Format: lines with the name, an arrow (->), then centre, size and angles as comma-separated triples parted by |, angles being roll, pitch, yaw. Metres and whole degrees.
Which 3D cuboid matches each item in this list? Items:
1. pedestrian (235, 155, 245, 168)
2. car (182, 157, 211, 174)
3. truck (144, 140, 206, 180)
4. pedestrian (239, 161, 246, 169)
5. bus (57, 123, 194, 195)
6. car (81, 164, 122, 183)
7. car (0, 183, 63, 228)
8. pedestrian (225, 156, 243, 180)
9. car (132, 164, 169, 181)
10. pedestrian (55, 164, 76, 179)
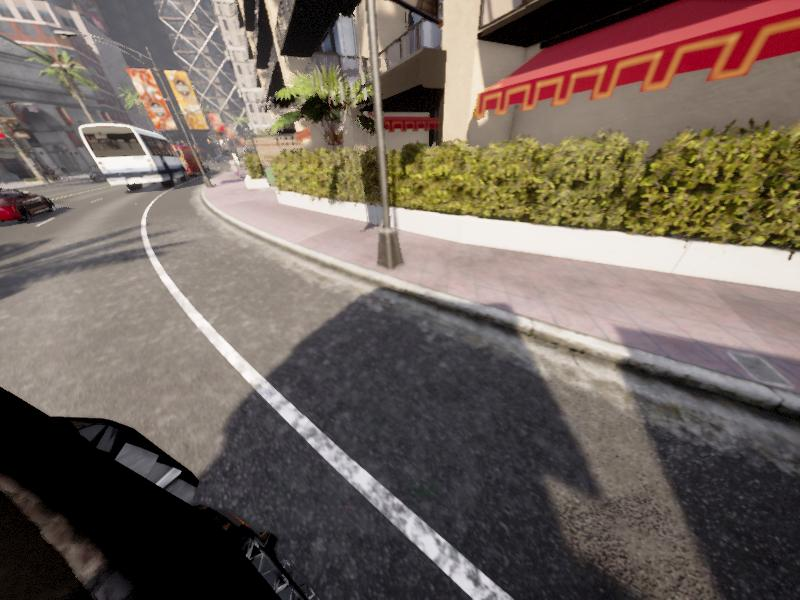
pedestrian -> -27.988, -24.235, 40.429 | 0.751, 1.860, 0.751 | -6, 34, -4
car -> -32.900, -21.953, 37.531 | 2.150, 2.045, 5.566 | -18, 37, -22
truck -> -28.386, -18.080, 29.769 | 2.891, 3.827, 8.468 | -18, 37, -22
pedestrian -> -25.307, -21.722, 37.140 | 0.500, 1.100, 0.500 | -19, 37, -22
bus -> -22.805, -12.520, 20.602 | 3.944, 4.253, 10.273 | -19, 36, -23
car -> -39.099, -16.736, 30.400 | 2.097, 1.767, 4.553 | -25, 40, -30
car -> -18.536, -4.411, 10.726 | 1.994, 1.385, 4.181 | -25, 39, -29
pedestrian -> -15.807, -12.628, 22.085 | 0.751, 1.860, 0.751 | -19, 37, -22
car -> -31.552, -16.226, 29.348 | 1.970, 1.475, 3.806 | -18, 37, -22
pedestrian -> -50.194, -19.275, 34.679 | 0.751, 1.860, 0.751 | -8, 34, -7
